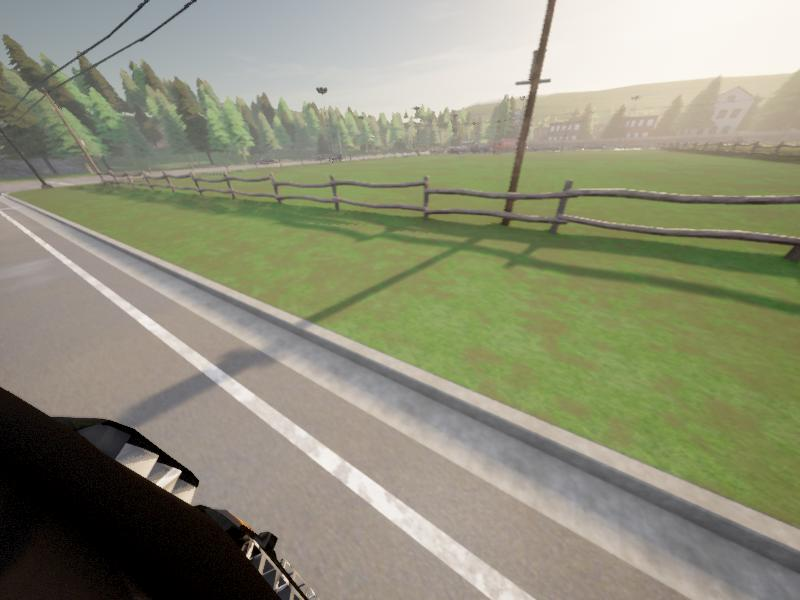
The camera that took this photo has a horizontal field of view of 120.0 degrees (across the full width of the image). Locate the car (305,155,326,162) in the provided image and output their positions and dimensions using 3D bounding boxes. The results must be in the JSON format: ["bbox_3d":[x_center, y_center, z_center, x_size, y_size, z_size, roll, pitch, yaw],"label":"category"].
[{"bbox_3d":[-22.733,-38.295,62.399,2.128,1.511,4.902,17,38,26],"label":"car"}]

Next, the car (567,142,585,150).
[{"bbox_3d":[53.013,-46.359,69.596,3.866,1.878,1.905,16,38,26],"label":"car"}]

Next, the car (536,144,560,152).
[{"bbox_3d":[41.760,-42.887,65.216,5.238,1.638,1.930,16,38,26],"label":"car"}]

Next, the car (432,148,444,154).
[{"bbox_3d":[14.531,-57.121,88.359,4.605,1.855,1.932,6,34,12],"label":"car"}]

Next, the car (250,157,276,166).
[{"bbox_3d":[-32.430,-32.858,54.668,1.837,1.490,4.892,17,38,26],"label":"car"}]

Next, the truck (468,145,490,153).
[{"bbox_3d":[25.995,-49.939,76.506,6.274,2.098,2.390,16,38,26],"label":"truck"}]

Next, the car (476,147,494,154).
[{"bbox_3d":[25.818,-45.300,69.973,4.611,1.667,2.242,16,38,26],"label":"car"}]

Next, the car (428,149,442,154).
[{"bbox_3d":[13.017,-55.178,85.803,5.008,1.535,1.882,5,34,11],"label":"car"}]

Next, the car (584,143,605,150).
[{"bbox_3d":[54.488,-43.056,64.786,3.988,1.617,1.851,16,38,26],"label":"car"}]

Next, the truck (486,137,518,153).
[{"bbox_3d":[33.336,-50.726,75.675,8.468,3.827,2.891,16,38,26],"label":"truck"}]

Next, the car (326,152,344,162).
[{"bbox_3d":[-16.614,-36.788,59.336,1.905,1.878,3.866,17,38,26],"label":"car"}]

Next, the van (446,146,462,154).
[{"bbox_3d":[17.978,-50.038,77.216,4.480,2.038,2.069,16,38,26],"label":"van"}]
